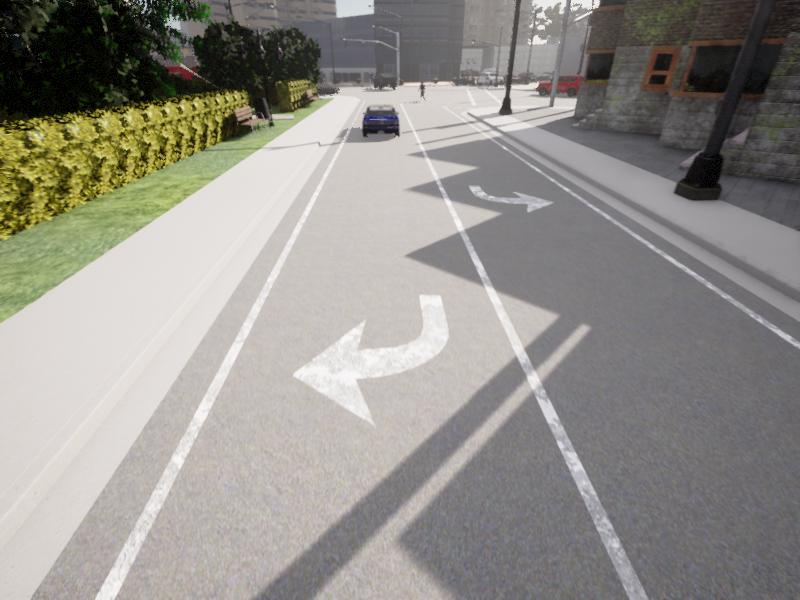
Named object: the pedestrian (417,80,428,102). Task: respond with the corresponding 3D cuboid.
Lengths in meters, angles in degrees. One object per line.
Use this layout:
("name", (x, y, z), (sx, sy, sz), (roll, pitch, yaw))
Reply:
("pedestrian", (2.161, -19.985, 38.213), (0.751, 1.860, 0.751), (24, 38, 35))

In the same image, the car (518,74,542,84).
("car", (25.400, -43.219, 78.081), (1.930, 1.638, 5.238), (26, 39, 37))

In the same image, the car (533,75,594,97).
("car", (18.088, -23.821, 44.465), (5.566, 2.045, 2.150), (25, 39, 36))

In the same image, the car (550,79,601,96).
("car", (20.468, -24.907, 46.816), (5.008, 1.535, 1.882), (25, 38, 36))

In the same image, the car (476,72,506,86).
("car", (15.794, -38.291, 69.317), (2.150, 2.045, 5.566), (26, 39, 37))

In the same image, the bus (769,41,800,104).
("bus", (35.172, -17.023, 29.766), (10.273, 4.253, 3.944), (23, 38, 37))

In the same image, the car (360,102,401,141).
("car", (-0.974, -9.293, 20.604), (1.895, 1.301, 4.718), (-1, 30, -2))

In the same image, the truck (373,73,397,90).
("truck", (-2.316, -32.924, 60.273), (2.390, 2.098, 6.274), (-6, 31, -12))

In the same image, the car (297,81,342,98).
("car", (-9.329, -24.653, 46.736), (2.163, 1.488, 4.792), (24, 38, 35))

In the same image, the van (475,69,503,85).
("van", (16.568, -41.466, 74.252), (1.988, 2.561, 5.915), (26, 39, 37))

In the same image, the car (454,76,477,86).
("car", (11.421, -38.253, 69.845), (1.816, 1.474, 4.193), (26, 39, 37))
